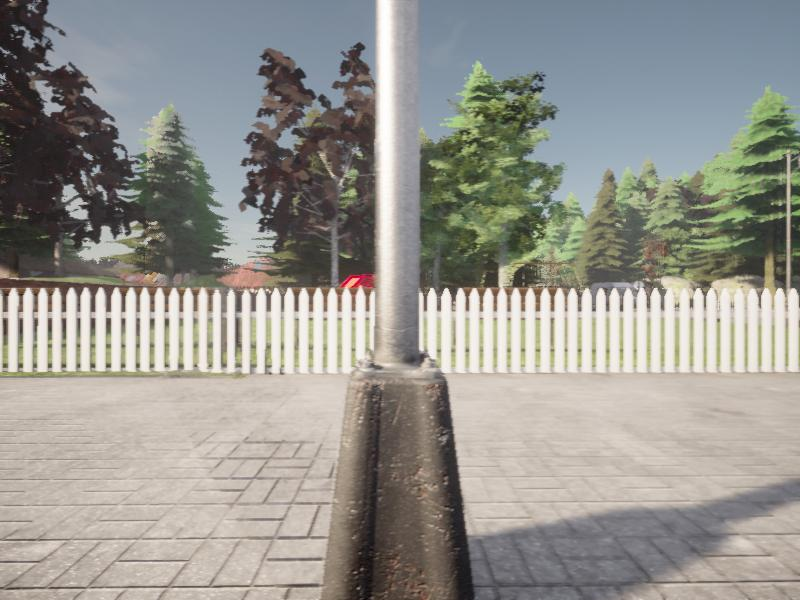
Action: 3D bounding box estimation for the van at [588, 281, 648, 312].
[{"bbox_3d":[19.174,-0.272,35.554,1.988,2.561,5.915,0,0,-1],"label":"van"}]
